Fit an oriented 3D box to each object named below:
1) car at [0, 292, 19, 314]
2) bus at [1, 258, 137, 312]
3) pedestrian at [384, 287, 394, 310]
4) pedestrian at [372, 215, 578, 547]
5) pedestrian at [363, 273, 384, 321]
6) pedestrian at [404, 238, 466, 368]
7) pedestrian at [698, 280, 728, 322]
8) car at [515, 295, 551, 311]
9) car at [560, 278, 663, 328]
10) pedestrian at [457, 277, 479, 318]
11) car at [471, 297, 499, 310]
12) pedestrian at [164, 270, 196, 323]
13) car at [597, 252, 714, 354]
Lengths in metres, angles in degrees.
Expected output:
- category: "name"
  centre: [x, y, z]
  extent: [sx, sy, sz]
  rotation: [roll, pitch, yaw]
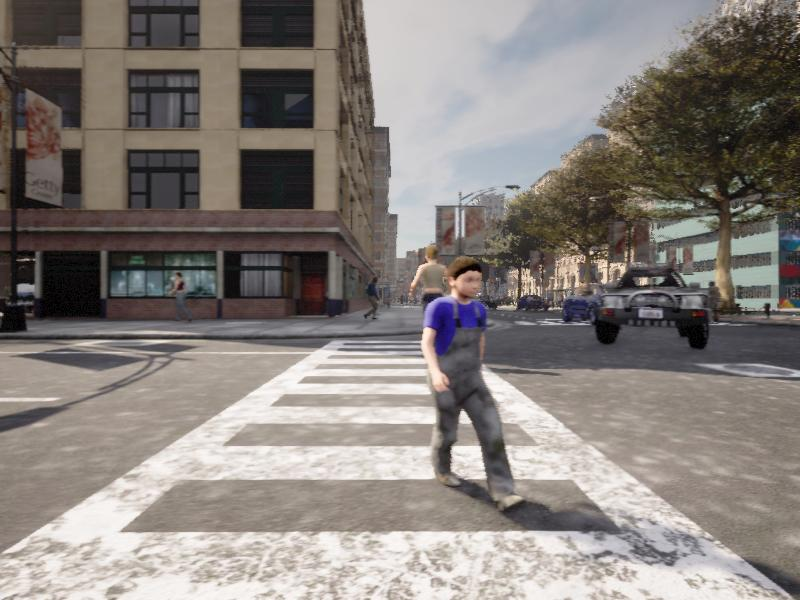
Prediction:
- category: "car"
  centre: [-29.220, 0.215, 27.111]
  extent: [2.128, 1.511, 4.902]
  rotation: [0, 0, 0]
- category: "bus"
  centre: [-29.411, -1.155, 36.597]
  extent: [3.944, 4.253, 10.273]
  rotation: [0, 0, 0]
- category: "pedestrian"
  centre: [-0.926, -0.116, 33.796]
  extent: [0.751, 1.860, 0.751]
  rotation: [0, 0, 5]
- category: "pedestrian"
  centre: [0.334, 0.317, 2.057]
  extent: [0.751, 1.300, 0.751]
  rotation: [0, 0, -23]
- category: "pedestrian"
  centre: [-1.059, -0.116, 15.863]
  extent: [0.751, 1.860, 0.751]
  rotation: [0, 0, -12]
- category: "pedestrian"
  centre: [0.522, 0.037, 6.173]
  extent: [0.751, 1.860, 0.751]
  rotation: [0, 0, -14]
- category: "pedestrian"
  centre: [14.055, 0.046, 17.958]
  extent: [0.751, 1.860, 0.751]
  rotation: [0, 0, -5]
- category: "car"
  centre: [12.168, 0.277, 36.963]
  extent: [1.812, 1.442, 4.674]
  rotation: [0, 0, 0]
- category: "car"
  centre: [8.396, 0.101, 16.456]
  extent: [2.097, 1.767, 4.553]
  rotation: [0, 0, 4]
- category: "pedestrian"
  centre: [3.126, -0.113, 18.453]
  extent: [0.751, 1.860, 0.751]
  rotation: [0, 0, -20]
- category: "car"
  centre: [8.661, 0.349, 41.298]
  extent: [1.895, 1.301, 4.718]
  rotation: [0, 0, 0]
- category: "pedestrian"
  centre: [-7.966, -0.121, 14.504]
  extent: [0.751, 1.860, 0.751]
  rotation: [0, 0, -3]
- category: "car"
  centre: [6.116, 0.056, 9.799]
  extent: [1.932, 1.855, 4.605]
  rotation: [0, 0, 31]
